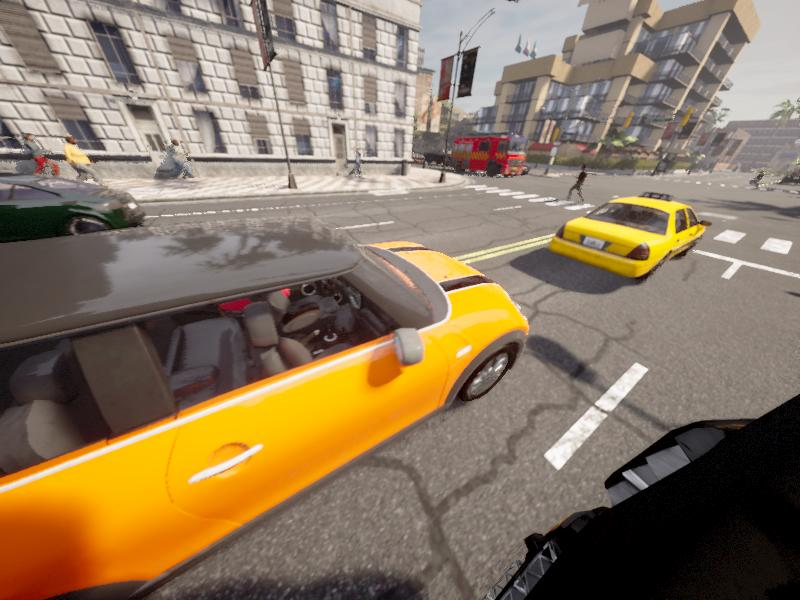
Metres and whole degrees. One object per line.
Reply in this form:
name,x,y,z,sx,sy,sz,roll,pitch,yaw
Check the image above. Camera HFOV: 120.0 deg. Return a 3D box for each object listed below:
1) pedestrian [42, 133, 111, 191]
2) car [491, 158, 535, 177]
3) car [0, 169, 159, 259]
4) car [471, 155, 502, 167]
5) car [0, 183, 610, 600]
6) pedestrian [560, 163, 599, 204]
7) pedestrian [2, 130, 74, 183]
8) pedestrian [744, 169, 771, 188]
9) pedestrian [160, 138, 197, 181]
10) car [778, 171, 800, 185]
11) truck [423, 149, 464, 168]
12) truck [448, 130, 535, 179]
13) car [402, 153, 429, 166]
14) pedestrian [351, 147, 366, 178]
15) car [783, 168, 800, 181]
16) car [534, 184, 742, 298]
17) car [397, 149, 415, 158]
pedestrian,-12.662,-5.427,9.136,0.751,1.860,0.751,-21,40,-31
car,13.075,-15.611,27.067,1.851,1.617,3.988,-19,39,-29
car,-8.442,-1.883,4.892,4.181,1.385,1.994,-17,38,-27
car,15.523,-25.113,41.683,1.837,1.490,4.892,-17,39,-28
car,-0.846,0.163,2.025,4.553,1.767,2.097,-17,38,-27
pedestrian,9.532,-6.215,12.353,0.751,1.860,0.751,-14,37,-24
pedestrian,-15.622,-6.195,10.059,0.751,1.860,0.751,-17,38,-27
pedestrian,40.051,-13.610,25.910,0.751,1.860,0.751,-16,38,-27
pedestrian,-11.570,-7.373,12.154,0.751,1.860,0.751,-18,39,-29
car,60.846,-18.673,35.400,4.611,1.667,2.242,-17,38,-27
truck,6.479,-21.723,35.314,2.390,2.098,6.274,-17,38,-28
truck,9.342,-15.876,25.165,2.891,3.827,8.468,-14,37,-24
car,2.240,-21.652,35.531,1.994,1.385,4.181,-17,38,-28
pedestrian,-2.937,-9.750,16.420,0.751,1.860,0.751,-16,38,-26
car,81.151,-25.504,46.968,5.566,2.045,2.150,-23,41,-33
car,6.012,-1.826,5.756,5.366,1.575,1.801,-17,38,-28
car,1.425,-38.046,59.944,2.152,1.651,5.027,-17,39,-28
